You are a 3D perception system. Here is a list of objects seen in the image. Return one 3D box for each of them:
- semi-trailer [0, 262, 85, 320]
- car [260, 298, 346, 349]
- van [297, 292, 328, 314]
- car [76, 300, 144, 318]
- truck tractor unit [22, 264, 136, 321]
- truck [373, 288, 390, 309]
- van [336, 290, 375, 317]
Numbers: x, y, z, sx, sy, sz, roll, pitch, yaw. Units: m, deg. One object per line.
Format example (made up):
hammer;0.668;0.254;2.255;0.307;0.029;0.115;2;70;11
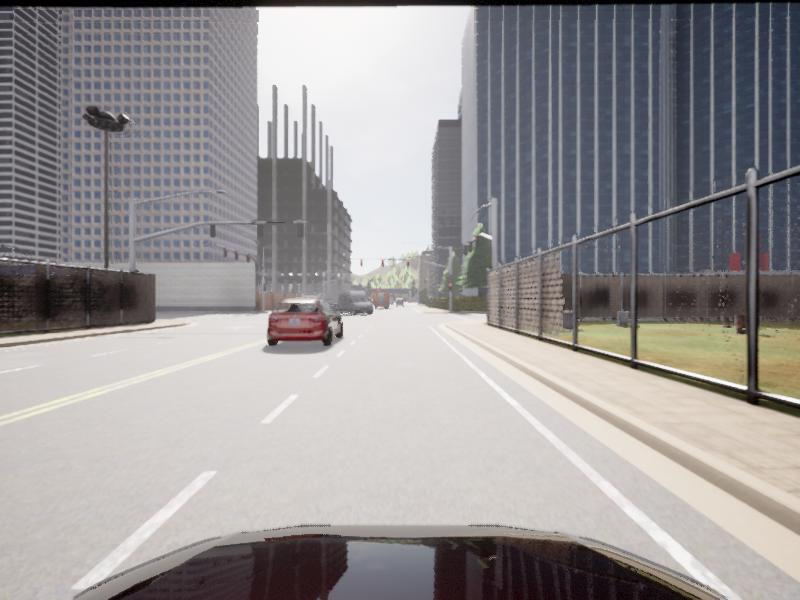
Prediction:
semi-trailer;-33.020;-0.673;31.562;14.254;4.402;2.717;0;0;0
car;-3.477;0.757;15.373;2.242;1.667;4.611;0;0;0
van;-10.499;0.374;48.437;2.351;2.431;6.366;0;0;0
car;-25.366;0.774;35.057;4.514;1.525;2.007;0;0;0
truck tractor unit;-25.108;-0.569;31.554;6.516;4.208;3.053;0;0;0
truck;-3.488;-0.320;76.613;2.891;3.827;8.468;0;0;0
van;-4.738;0.297;41.619;1.988;2.561;5.915;-1;1;-27
